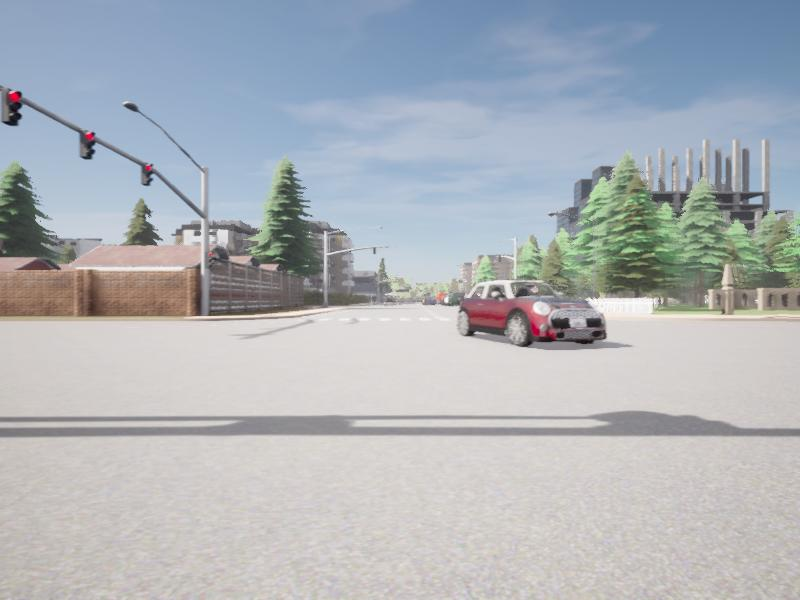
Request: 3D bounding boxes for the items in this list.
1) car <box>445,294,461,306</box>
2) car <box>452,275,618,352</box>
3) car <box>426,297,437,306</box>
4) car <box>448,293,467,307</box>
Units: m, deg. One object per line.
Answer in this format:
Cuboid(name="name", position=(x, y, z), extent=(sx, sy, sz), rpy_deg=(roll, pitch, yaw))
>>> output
Cuboid(name="car", position=(8.982, -0.036, 68.586), extent=(2.150, 2.045, 5.566), rpy_deg=(0, 0, 2))
Cuboid(name="car", position=(2.977, 0.252, 9.746), extent=(1.970, 1.475, 3.806), rpy_deg=(0, 0, -18))
Cuboid(name="car", position=(5.558, 0.212, 71.040), extent=(1.789, 1.549, 3.705), rpy_deg=(0, 0, 2))
Cuboid(name="car", position=(8.761, -0.036, 61.286), extent=(2.150, 2.045, 5.566), rpy_deg=(0, 0, 1))
